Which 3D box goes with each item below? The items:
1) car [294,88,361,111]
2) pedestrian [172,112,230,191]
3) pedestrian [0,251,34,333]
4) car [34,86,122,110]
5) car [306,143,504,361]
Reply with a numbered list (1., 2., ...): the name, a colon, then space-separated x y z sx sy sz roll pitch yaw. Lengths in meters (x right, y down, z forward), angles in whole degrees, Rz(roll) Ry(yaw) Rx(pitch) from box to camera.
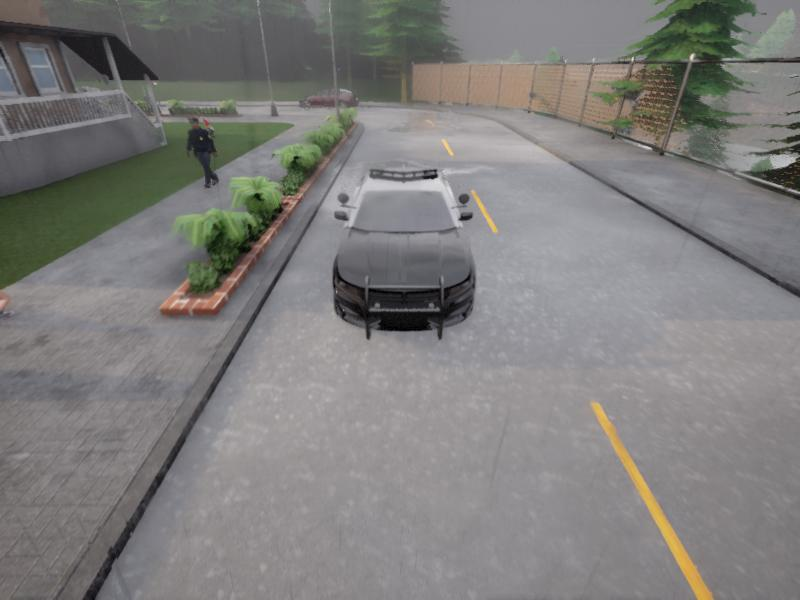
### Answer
1. car: -5.805 -16.271 32.386 4.792 1.488 2.163 5 31 9
2. pedestrian: -5.241 -3.945 10.661 0.751 1.860 0.751 0 30 0
3. pedestrian: -5.258 -0.182 4.973 0.500 1.100 0.500 0 30 0
4. car: -26.100 -16.484 32.614 5.027 1.651 2.152 0 30 0
5. car: 0.057 -1.294 6.594 1.930 1.638 5.238 0 30 0
